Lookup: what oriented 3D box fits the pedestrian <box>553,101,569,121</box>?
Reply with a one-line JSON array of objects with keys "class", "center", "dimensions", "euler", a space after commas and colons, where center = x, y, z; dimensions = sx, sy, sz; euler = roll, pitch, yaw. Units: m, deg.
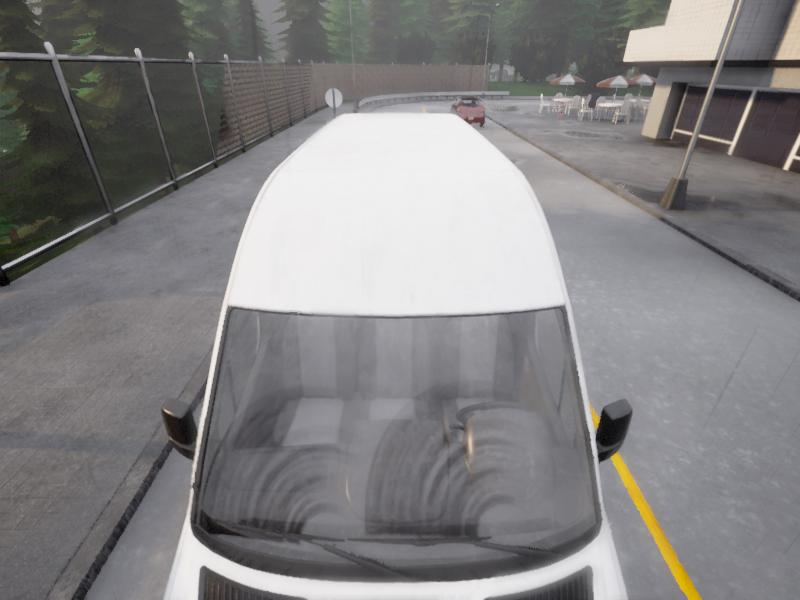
[{"class": "pedestrian", "center": [9.842, -11.587, 24.524], "dimensions": [0.500, 1.100, 0.500], "euler": [-18, 35, -28]}]

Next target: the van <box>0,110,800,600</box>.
[{"class": "van", "center": [-0.020, 0.044, 3.431], "dimensions": [1.988, 2.561, 5.915], "euler": [0, 30, 0]}]

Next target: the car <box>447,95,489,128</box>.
[{"class": "car", "center": [3.960, -11.262, 23.790], "dimensions": [1.845, 1.501, 3.633], "euler": [0, 30, 0]}]
